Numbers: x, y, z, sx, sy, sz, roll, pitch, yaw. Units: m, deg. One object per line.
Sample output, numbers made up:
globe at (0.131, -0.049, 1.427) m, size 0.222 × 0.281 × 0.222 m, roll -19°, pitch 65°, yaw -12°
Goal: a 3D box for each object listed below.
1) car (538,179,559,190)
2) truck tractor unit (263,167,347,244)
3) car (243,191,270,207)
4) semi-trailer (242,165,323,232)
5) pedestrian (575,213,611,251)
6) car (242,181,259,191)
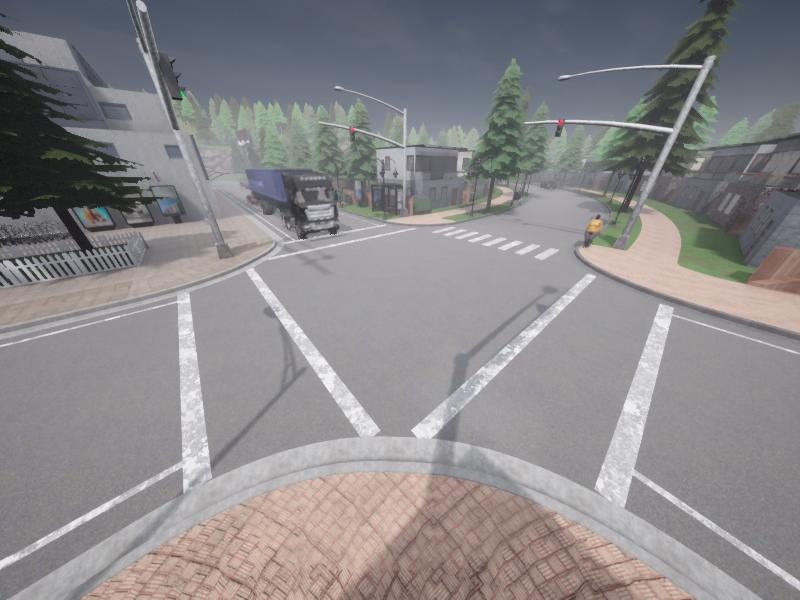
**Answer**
car at (31.857, -24.864, 49.717) m, size 1.932 × 1.855 × 4.605 m, roll 5°, pitch 31°, yaw 9°
truck tractor unit at (-6.929, -7.083, 16.610) m, size 3.053 × 4.208 × 6.516 m, roll -21°, pitch 36°, yaw -31°
car at (-18.786, -13.290, 30.218) m, size 1.994 × 1.385 × 4.181 m, roll -22°, pitch 36°, yaw -33°
semi-trailer at (-11.736, -10.308, 22.003) m, size 2.717 × 4.402 × 14.254 m, roll -21°, pitch 36°, yaw -32°
pedestrian at (10.812, -3.848, 12.980) m, size 0.751 × 1.860 × 0.751 m, roll -17°, pitch 34°, yaw -27°
car at (-31.655, -24.196, 48.949) m, size 2.007 × 1.525 × 4.514 m, roll -22°, pitch 36°, yaw -33°
